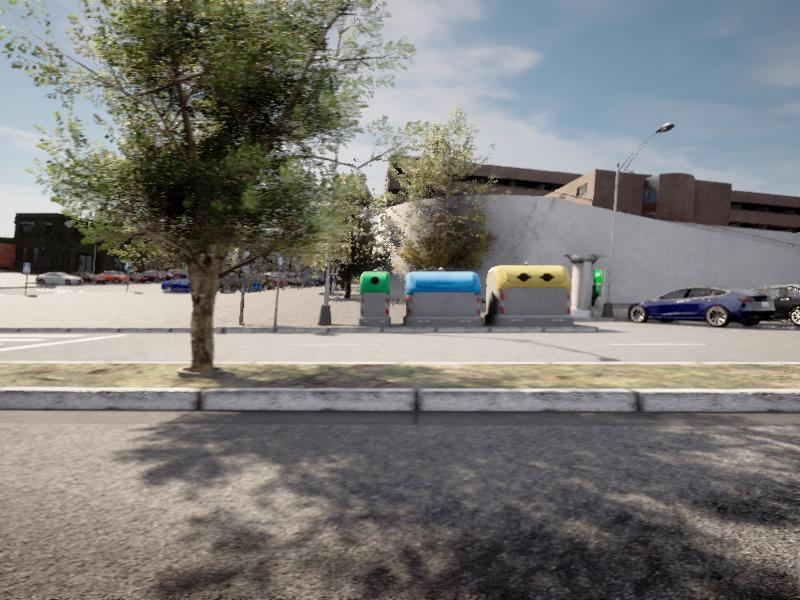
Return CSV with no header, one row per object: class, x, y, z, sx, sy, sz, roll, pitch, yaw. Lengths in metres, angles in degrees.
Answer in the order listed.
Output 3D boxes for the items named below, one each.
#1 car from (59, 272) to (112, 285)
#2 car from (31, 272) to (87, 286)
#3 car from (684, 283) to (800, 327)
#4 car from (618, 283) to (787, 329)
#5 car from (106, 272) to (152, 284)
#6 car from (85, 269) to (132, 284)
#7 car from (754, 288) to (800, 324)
car,-39.196,-2.724,49.937,4.792,1.488,2.163,2,4,-3
car,-40.070,-2.528,47.113,4.674,1.452,2.002,2,4,-4
car,14.340,0.195,15.580,2.231,1.521,4.892,0,-1,-21
car,11.373,0.229,15.540,2.163,1.488,4.792,0,-1,-21
car,-37.562,-3.097,55.569,4.792,1.488,2.163,2,5,-3
car,-38.343,-3.064,52.739,4.553,1.767,2.185,2,5,-3
car,17.296,0.232,15.694,2.002,1.452,4.674,0,-1,-22
